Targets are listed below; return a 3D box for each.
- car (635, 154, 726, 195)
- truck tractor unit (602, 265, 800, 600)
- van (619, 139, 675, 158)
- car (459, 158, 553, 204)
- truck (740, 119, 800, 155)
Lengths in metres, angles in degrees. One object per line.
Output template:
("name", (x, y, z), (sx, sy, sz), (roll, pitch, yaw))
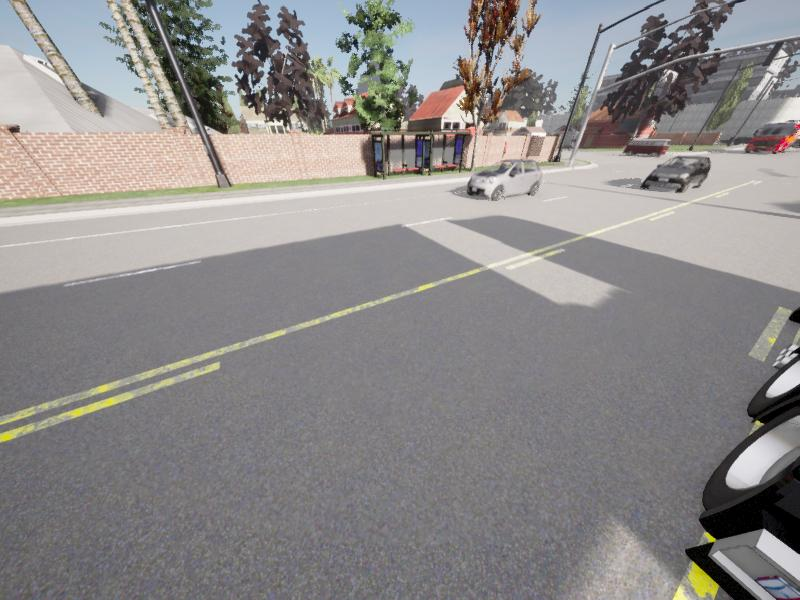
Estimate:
("car", (14.861, -6.745, 12.291), (3.705, 1.549, 1.789), (-19, 39, -25))
("truck tractor unit", (5.111, -0.302, 0.776), (6.516, 4.208, 3.053), (-18, 39, -24))
("van", (33.146, -20.556, 31.237), (1.775, 1.987, 4.442), (-20, 39, -25))
("car", (4.890, -5.680, 10.822), (3.633, 1.501, 1.845), (-18, 39, -24))
("truck", (53.037, -22.925, 32.574), (8.468, 3.827, 2.891), (-19, 39, -23))
